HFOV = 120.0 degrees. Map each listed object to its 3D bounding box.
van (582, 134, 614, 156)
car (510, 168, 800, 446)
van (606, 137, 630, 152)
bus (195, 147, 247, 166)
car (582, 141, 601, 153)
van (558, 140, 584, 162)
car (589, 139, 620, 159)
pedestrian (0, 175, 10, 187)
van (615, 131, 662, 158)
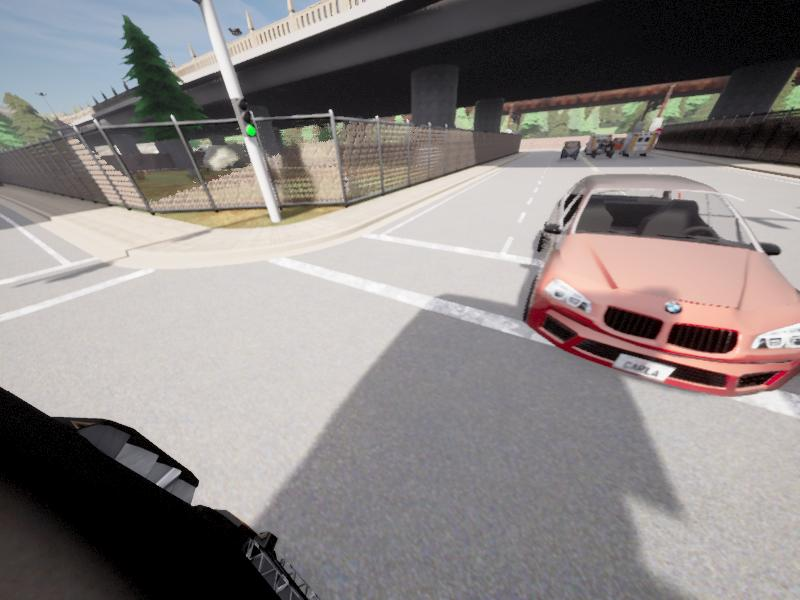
[{"bbox_3d":[28.877,-22.738,33.882,2.351,2.431,6.366,16,38,26],"label":"van"},{"bbox_3d":[3.439,-0.900,3.578,2.242,1.667,4.611,16,37,26],"label":"car"},{"bbox_3d":[36.082,-25.861,38.434,1.775,1.987,4.442,16,37,26],"label":"van"},{"bbox_3d":[-51.184,-41.522,66.662,3.944,4.253,10.273,16,38,27],"label":"bus"},{"bbox_3d":[32.645,-26.141,39.467,1.851,1.617,3.988,16,38,26],"label":"car"},{"bbox_3d":[19.709,-17.275,26.748,1.775,1.987,4.442,16,38,26],"label":"van"},{"bbox_3d":[24.874,-18.500,28.298,1.932,1.855,4.605,16,38,26],"label":"car"},{"bbox_3d":[-46.913,-14.157,26.833,0.751,1.860,0.751,25,43,36],"label":"pedestrian"},{"bbox_3d":[29.479,-19.451,28.883,2.351,2.431,6.366,16,38,26],"label":"van"}]
